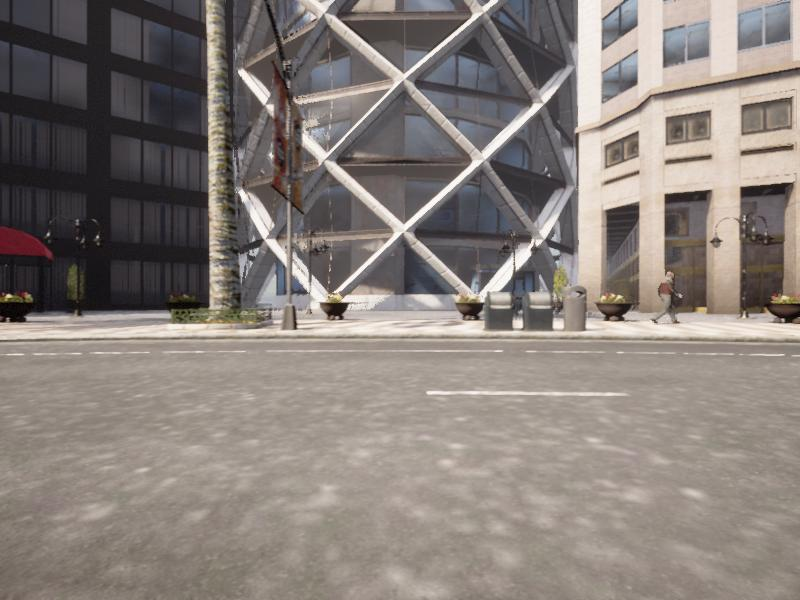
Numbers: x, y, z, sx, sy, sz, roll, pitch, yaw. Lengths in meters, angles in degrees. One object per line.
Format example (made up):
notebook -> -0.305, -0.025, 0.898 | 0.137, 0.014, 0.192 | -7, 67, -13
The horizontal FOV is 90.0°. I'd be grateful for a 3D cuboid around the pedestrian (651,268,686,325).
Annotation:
pedestrian -> 8.977, -0.107, 13.424 | 0.751, 1.860, 0.751 | 0, 0, 12
